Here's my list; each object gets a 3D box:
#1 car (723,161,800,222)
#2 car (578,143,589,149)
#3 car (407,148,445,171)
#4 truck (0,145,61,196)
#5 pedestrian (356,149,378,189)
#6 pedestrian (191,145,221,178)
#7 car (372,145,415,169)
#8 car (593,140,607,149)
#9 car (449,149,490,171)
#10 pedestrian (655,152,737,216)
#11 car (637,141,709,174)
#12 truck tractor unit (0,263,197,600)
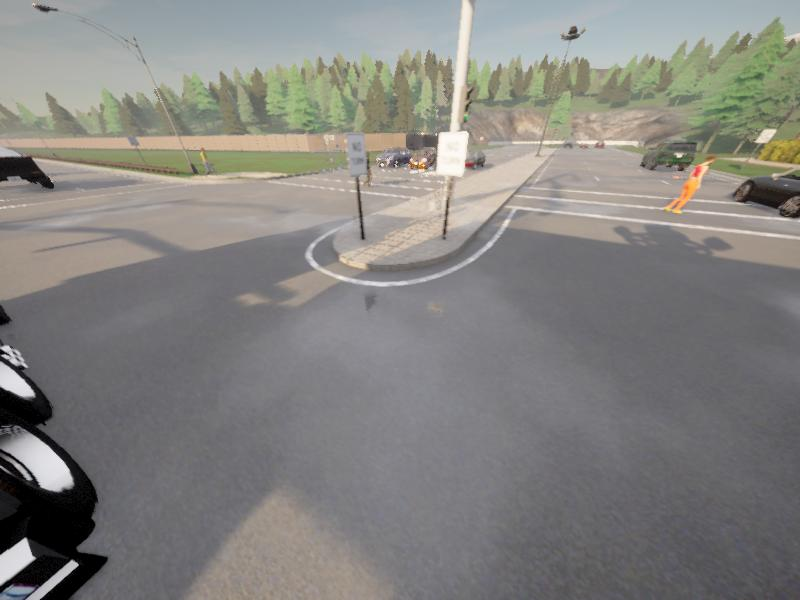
[{"bbox_3d":[14.602,-3.941,8.242,1.970,1.475,3.806,15,38,21],"label":"car"},{"bbox_3d":[48.593,-40.835,61.108,1.895,1.301,4.718,20,40,26],"label":"car"},{"bbox_3d":[2.436,-13.135,21.459,1.851,1.617,3.988,18,39,25],"label":"car"},{"bbox_3d":[-23.038,-7.575,13.275,6.274,2.098,2.390,18,39,24],"label":"truck"},{"bbox_3d":[-1.778,-7.158,12.642,0.751,1.860,0.751,18,39,25],"label":"pedestrian"},{"bbox_3d":[-13.112,-9.393,15.693,0.751,1.860,0.751,-10,36,-13],"label":"pedestrian"},{"bbox_3d":[-0.512,-14.275,22.961,2.097,1.767,4.553,18,39,25],"label":"car"},{"bbox_3d":[52.927,-41.226,61.208,2.097,1.767,4.553,21,40,28],"label":"car"},{"bbox_3d":[6.585,-13.177,21.591,2.163,1.488,4.792,18,39,25],"label":"car"},{"bbox_3d":[10.009,-3.956,7.929,0.751,1.860,0.751,11,36,16],"label":"pedestrian"},{"bbox_3d":[22.784,-12.307,19.693,2.150,2.045,5.566,18,39,25],"label":"car"},{"bbox_3d":[-5.110,-0.301,0.785,6.516,4.208,3.053,18,39,24],"label":"truck tractor unit"}]
